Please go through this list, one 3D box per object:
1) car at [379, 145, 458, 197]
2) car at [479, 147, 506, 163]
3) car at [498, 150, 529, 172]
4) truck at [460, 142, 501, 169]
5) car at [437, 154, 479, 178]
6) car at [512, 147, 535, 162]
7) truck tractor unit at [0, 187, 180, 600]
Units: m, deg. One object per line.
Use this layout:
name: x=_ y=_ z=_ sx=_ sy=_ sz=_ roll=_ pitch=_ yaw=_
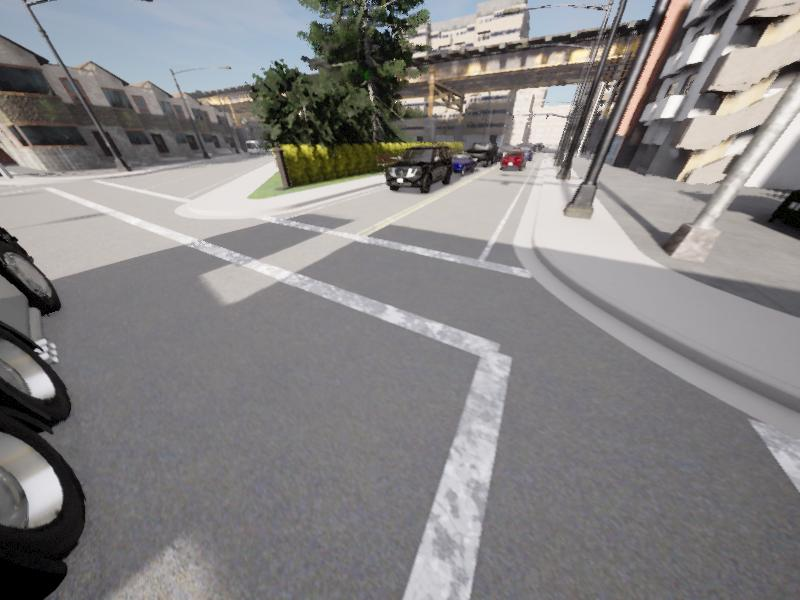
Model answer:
car: x=1.292 y=-7.502 z=13.073 sx=2.150 sy=2.045 sz=5.566 roll=16 pitch=38 yaw=23
car: x=11.888 y=-18.633 z=29.602 sx=2.163 sy=1.488 sz=4.792 roll=16 pitch=38 yaw=23
car: x=10.583 y=-12.980 z=21.439 sx=1.812 sy=1.442 sz=4.674 roll=17 pitch=37 yaw=23
truck: x=8.533 y=-15.268 z=24.213 sx=2.390 sy=2.098 sz=6.274 roll=17 pitch=38 yaw=23
car: x=4.735 y=-10.886 z=18.606 sx=1.895 sy=1.301 sz=4.718 roll=16 pitch=38 yaw=23
car: x=16.245 y=-19.092 z=30.209 sx=2.163 sy=1.488 sz=4.792 roll=15 pitch=38 yaw=22
truck tractor unit: x=-4.976 y=-0.414 z=0.957 sx=6.516 sy=4.208 sz=3.053 roll=24 pitch=41 yaw=30
